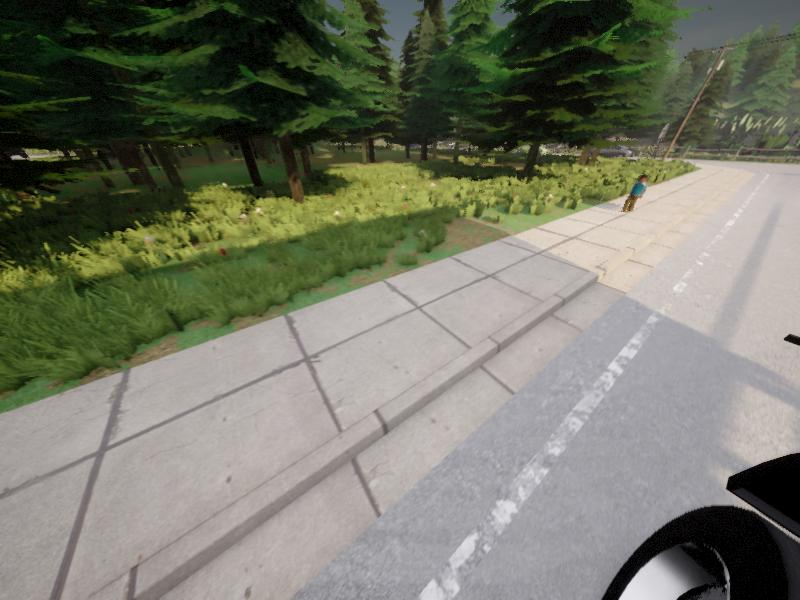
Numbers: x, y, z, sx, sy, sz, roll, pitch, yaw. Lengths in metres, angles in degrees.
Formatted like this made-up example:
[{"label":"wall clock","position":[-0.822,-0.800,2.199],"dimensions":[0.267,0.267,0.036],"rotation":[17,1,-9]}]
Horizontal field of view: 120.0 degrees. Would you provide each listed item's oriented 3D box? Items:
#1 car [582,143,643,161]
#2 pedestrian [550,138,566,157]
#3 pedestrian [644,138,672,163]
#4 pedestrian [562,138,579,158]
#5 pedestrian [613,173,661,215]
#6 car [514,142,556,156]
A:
[{"label":"car","position":[24.277,-17.113,26.580],"dimensions":[2.007,1.525,4.514],"rotation":[-20,40,-26]},{"label":"pedestrian","position":[18.582,-17.912,27.163],"dimensions":[0.751,1.860,0.751],"rotation":[-18,39,-23]},{"label":"pedestrian","position":[23.242,-13.490,20.856],"dimensions":[0.751,1.860,0.751],"rotation":[-11,37,-15]},{"label":"pedestrian","position":[19.326,-17.246,26.213],"dimensions":[0.751,1.860,0.751],"rotation":[-19,39,-25]},{"label":"pedestrian","position":[7.519,-3.373,7.365],"dimensions":[0.500,1.100,0.500],"rotation":[-12,37,-17]},{"label":"car","position":[19.158,-21.604,32.991],"dimensions":[2.007,1.525,4.514],"rotation":[-21,40,-27]}]
